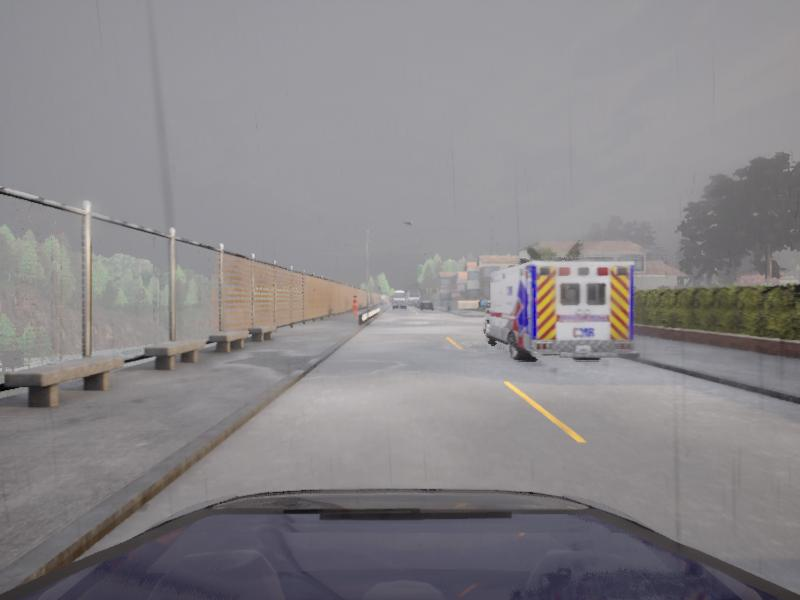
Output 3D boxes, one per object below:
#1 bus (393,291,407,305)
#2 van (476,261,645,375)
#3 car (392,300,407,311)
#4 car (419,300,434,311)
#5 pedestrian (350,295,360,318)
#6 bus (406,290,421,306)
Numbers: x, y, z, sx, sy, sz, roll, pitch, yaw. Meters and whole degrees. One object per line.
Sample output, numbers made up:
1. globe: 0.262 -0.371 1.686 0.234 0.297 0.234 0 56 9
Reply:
1. bus: -0.020 -0.592 119.557 3.944 4.253 10.273 0 0 0
2. van: 4.015 0.372 11.689 2.351 2.431 6.366 0 0 0
3. car: -0.064 0.754 59.465 2.152 1.651 5.027 0 0 0
4. car: 3.934 0.796 60.578 1.882 1.535 5.008 0 0 0
5. pedestrian: -3.651 0.519 32.752 0.751 1.860 0.751 0 0 0
6. bus: 3.745 -0.589 113.549 3.944 4.253 10.273 0 0 0
